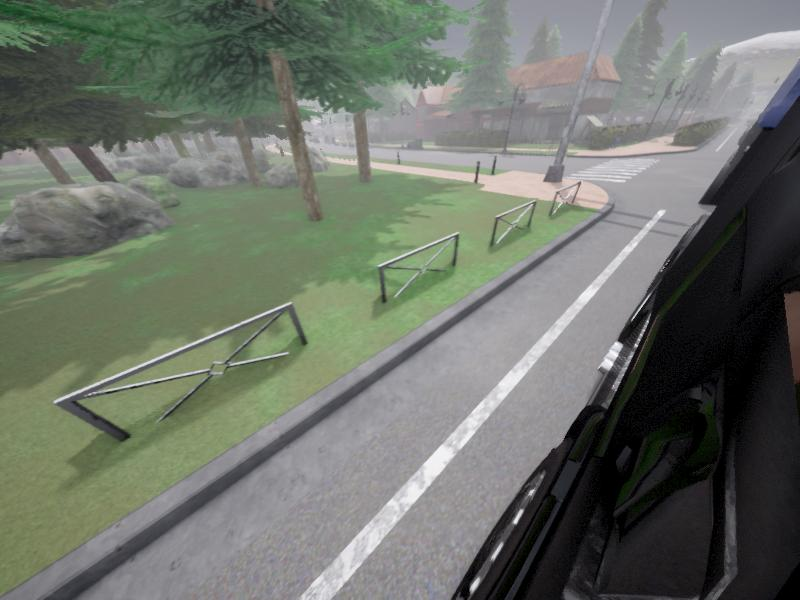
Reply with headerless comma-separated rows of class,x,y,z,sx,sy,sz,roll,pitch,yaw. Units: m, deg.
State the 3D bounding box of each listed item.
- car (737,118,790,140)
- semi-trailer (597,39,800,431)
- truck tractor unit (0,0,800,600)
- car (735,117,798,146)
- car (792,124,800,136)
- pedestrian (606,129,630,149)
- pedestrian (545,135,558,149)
car,35.018,-16.554,22.358,4.902,1.511,2.128,-28,44,-30
semi-trailer,8.724,-3.583,4.210,14.254,4.402,2.717,-28,44,-30
truck tractor unit,2.645,-0.295,0.352,6.516,4.208,3.053,-28,44,-30
car,29.817,-13.812,18.916,4.856,1.649,2.033,-28,44,-30
car,42.059,-17.624,23.270,3.988,1.617,1.851,-28,44,-30
pedestrian,17.590,-13.042,18.684,0.751,1.300,0.751,3,37,7
pedestrian,14.092,-14.689,21.483,0.500,1.100,0.500,-26,43,-28
